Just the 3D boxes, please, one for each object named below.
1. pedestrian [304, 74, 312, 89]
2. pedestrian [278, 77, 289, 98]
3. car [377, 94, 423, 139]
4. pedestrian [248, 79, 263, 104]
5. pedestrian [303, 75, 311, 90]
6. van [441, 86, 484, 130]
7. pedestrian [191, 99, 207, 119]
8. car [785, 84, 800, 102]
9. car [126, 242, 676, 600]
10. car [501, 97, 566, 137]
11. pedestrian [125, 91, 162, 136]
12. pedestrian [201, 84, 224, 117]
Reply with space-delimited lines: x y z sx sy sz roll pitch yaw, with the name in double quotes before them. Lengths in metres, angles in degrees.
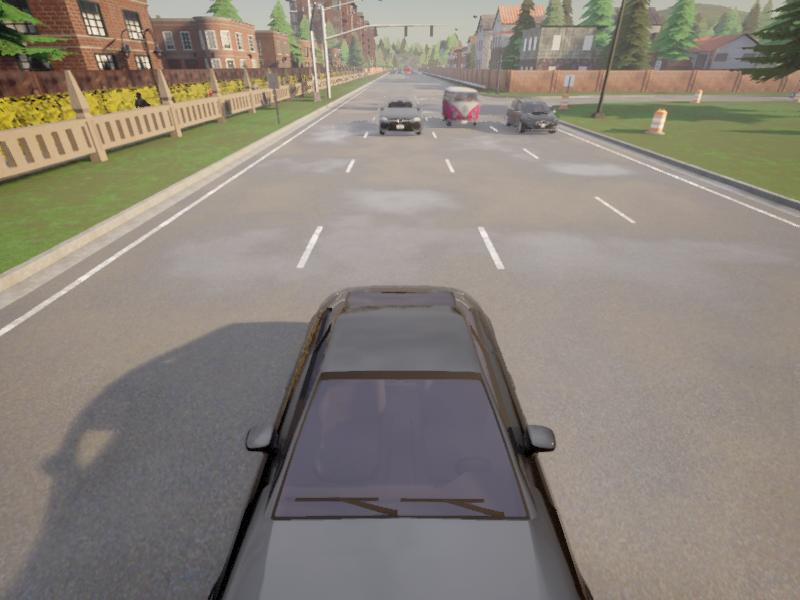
"pedestrian" -13.088 -31.146 57.131 0.751 1.860 0.751 0 30 0
"pedestrian" -12.132 -22.134 41.707 0.751 1.860 0.751 0 30 0
"car" 0.012 -9.821 21.212 2.152 1.651 5.027 0 30 0
"pedestrian" -12.775 -18.400 35.317 0.751 1.860 0.751 0 30 1
"pedestrian" -13.041 -30.472 55.978 0.751 1.860 0.751 2 30 3
"van" 3.512 -11.301 23.389 1.775 1.987 4.442 0 30 0
"pedestrian" -12.650 -12.076 25.245 0.500 1.100 0.500 3 30 5
"car" 41.959 -20.644 39.920 4.514 1.525 2.007 8 31 13
"car" 0.004 0.993 3.012 1.994 1.385 4.181 0 30 0
"car" 7.010 -9.973 21.602 1.837 1.490 4.892 0 31 0
"pedestrian" -12.139 -8.847 18.965 0.751 1.860 0.751 0 30 0
"pedestrian" -12.139 -12.933 25.958 0.751 1.860 0.751 -1 30 -2
